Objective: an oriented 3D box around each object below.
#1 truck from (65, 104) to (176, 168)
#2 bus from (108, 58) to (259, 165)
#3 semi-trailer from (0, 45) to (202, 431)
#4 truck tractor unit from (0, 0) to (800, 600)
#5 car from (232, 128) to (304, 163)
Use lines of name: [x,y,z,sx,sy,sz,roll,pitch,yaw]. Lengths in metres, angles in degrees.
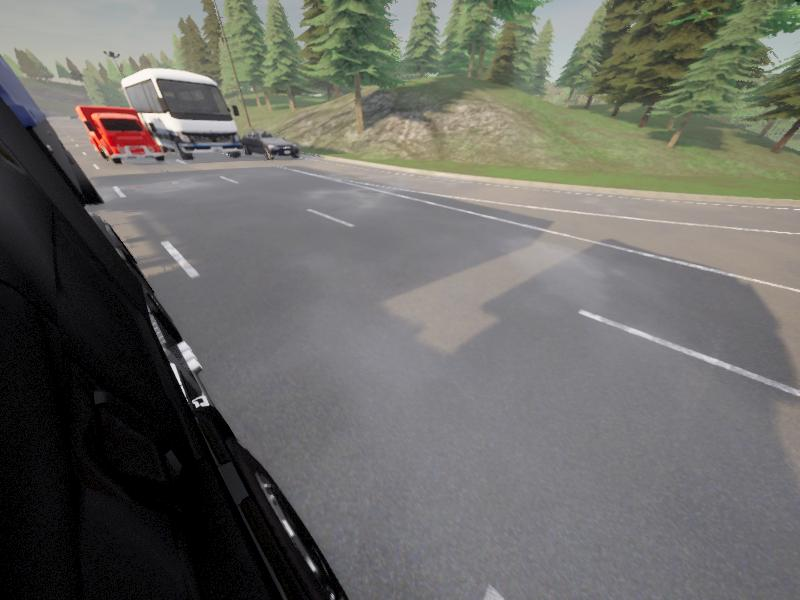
truck: [-15.643,-9.263,12.990,5.204,2.467,2.627,28,44,30]
bus: [-14.652,-12.312,15.605,10.273,4.253,3.944,28,44,30]
semi-trailer: [-8.700,-3.597,4.236,14.254,4.402,2.717,28,44,30]
truck tractor unit: [-2.645,-0.295,0.351,6.516,4.208,3.053,28,44,30]
car: [-9.429,-11.120,16.490,5.027,1.651,2.152,28,44,30]
